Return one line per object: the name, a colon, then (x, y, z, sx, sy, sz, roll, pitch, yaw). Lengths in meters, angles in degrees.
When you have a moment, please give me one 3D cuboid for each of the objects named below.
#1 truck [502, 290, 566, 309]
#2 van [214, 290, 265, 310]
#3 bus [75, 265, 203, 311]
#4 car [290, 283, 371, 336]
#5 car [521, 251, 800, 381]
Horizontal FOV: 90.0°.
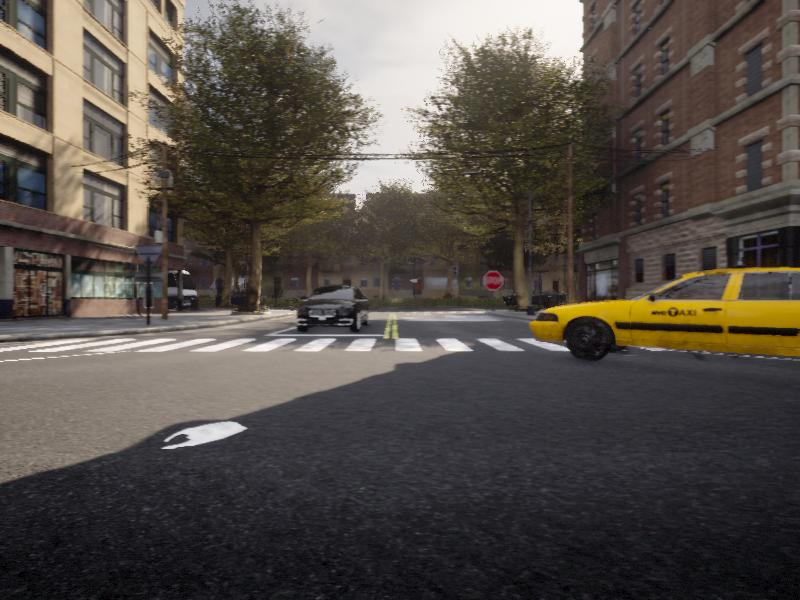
truck: (14.542, -0.058, 43.705, 6.274, 2.098, 2.390, 0, 0, 0)
van: (-16.060, 0.000, 40.187, 4.442, 1.987, 1.775, 0, 0, 0)
bus: (-25.965, -1.139, 40.274, 10.273, 4.253, 3.944, 1, 0, 0)
car: (-2.151, 0.243, 13.744, 1.837, 1.490, 4.892, 0, 1, 1)
car: (4.786, 0.201, 6.070, 5.366, 1.575, 1.801, 0, 0, 41)
